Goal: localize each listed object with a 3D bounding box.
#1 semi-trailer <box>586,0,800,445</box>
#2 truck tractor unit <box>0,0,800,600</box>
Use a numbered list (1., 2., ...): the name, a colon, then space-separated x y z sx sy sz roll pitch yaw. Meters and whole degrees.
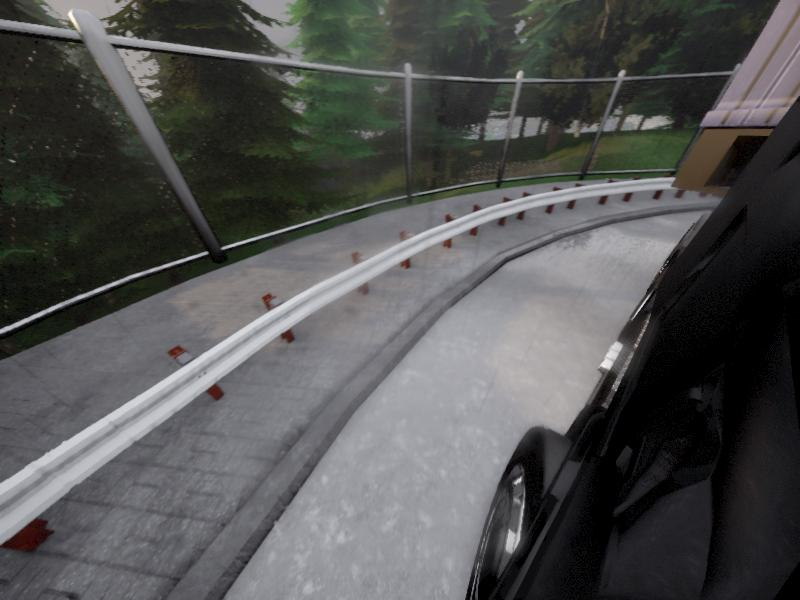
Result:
1. semi-trailer: 9.939 -2.157 2.217 14.254 4.402 2.717 -10 37 -9
2. truck tractor unit: 2.645 -0.295 0.351 6.516 4.208 3.053 -28 44 -30
